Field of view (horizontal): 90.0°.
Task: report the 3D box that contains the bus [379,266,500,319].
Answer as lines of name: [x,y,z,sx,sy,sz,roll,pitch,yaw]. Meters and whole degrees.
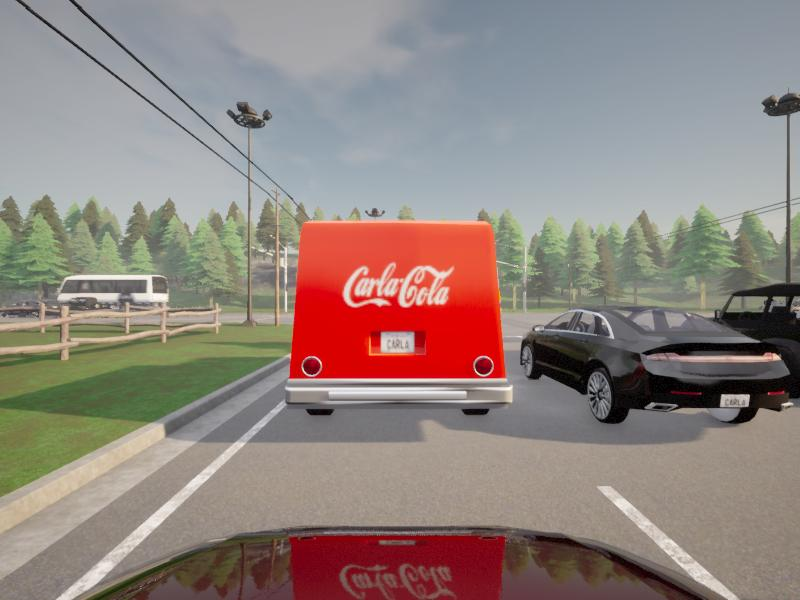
bus: [3.409,-0.536,36.528,10.273,4.253,3.944,0,-2,35]

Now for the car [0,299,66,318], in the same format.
car: [-33.136,0.756,35.804,4.611,1.667,2.242,0,0,0]

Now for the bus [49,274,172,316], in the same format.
bus: [-30.637,-0.534,42.696,10.273,4.253,3.944,0,0,0]

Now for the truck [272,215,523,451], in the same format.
truck: [-0.037,0.354,6.792,2.627,2.467,5.204,0,0,0]

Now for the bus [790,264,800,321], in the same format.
bus: [34.959,-0.530,28.618,10.273,4.253,3.944,0,0,0]

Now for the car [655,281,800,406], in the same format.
car: [6.960,0.646,7.491,1.905,1.878,3.866,0,0,0]

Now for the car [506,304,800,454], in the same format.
car: [3.464,0.836,6.582,2.128,1.511,4.902,0,0,0]

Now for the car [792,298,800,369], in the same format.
car: [10.472,0.781,7.069,2.152,1.651,5.027,0,0,0]

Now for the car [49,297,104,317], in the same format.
car: [-31.659,0.646,39.273,3.866,1.878,1.905,0,0,0]
